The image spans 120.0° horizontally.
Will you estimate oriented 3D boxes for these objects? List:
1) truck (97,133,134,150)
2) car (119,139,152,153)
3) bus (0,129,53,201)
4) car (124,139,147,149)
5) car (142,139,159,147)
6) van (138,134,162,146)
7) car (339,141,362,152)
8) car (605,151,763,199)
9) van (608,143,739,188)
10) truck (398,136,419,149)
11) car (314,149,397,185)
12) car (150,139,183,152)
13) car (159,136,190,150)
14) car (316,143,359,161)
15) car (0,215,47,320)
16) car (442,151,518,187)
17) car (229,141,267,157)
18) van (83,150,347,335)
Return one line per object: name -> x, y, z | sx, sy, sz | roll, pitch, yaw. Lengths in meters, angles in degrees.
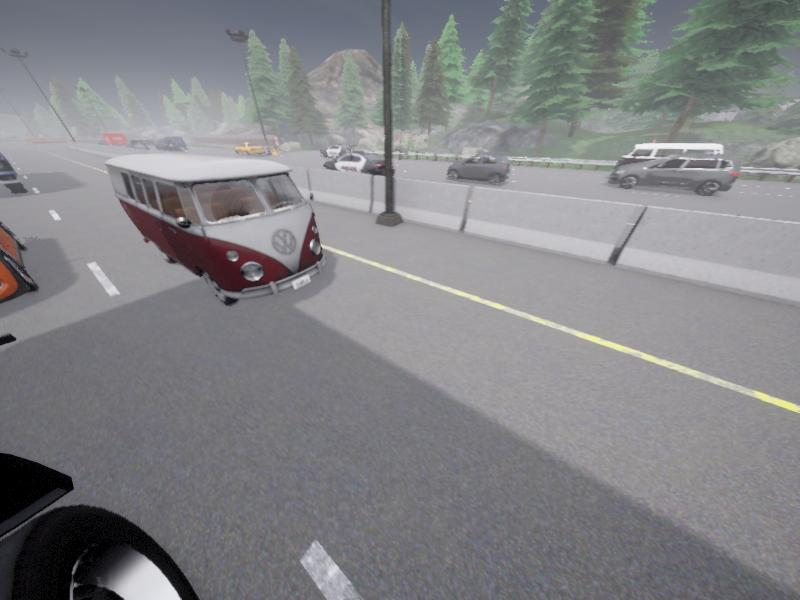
truck -> -51.106, -28.535, 41.554 | 5.204, 2.467, 2.627 | 22, 41, 28
car -> -41.842, -24.420, 36.570 | 4.856, 1.649, 2.033 | 22, 41, 27
bus -> -20.925, -7.230, 10.214 | 10.273, 4.253, 3.944 | 22, 41, 28
car -> -53.384, -31.551, 46.601 | 5.366, 1.575, 1.801 | 23, 41, 29
car -> -56.800, -35.696, 52.462 | 4.892, 1.490, 1.837 | 30, 45, 35
van -> -63.592, -40.879, 58.910 | 2.351, 2.431, 6.366 | -20, 40, -26
car -> -8.814, -27.486, 41.338 | 1.789, 1.549, 3.705 | 21, 40, 27
car -> 13.954, -6.622, 11.978 | 4.611, 1.667, 2.242 | 22, 41, 28
van -> 16.097, -8.364, 14.144 | 4.480, 2.038, 2.069 | 22, 41, 28
truck -> 1.992, -37.315, 54.571 | 2.627, 2.467, 5.204 | 20, 40, 26
car -> -2.791, -8.481, 14.545 | 4.974, 1.542, 2.038 | 22, 41, 28
car -> -38.564, -25.568, 38.189 | 4.611, 1.667, 2.242 | 22, 40, 28
car -> -43.047, -30.002, 44.094 | 5.566, 2.045, 2.150 | 22, 41, 28
car -> -7.480, -17.790, 27.663 | 4.974, 1.542, 2.038 | 22, 41, 28
car -> -8.092, -0.898, 3.523 | 4.553, 1.767, 2.097 | 22, 41, 28
car -> 4.678, -7.893, 13.796 | 3.633, 1.501, 1.845 | 22, 41, 28
car -> -20.874, -20.798, 31.720 | 5.366, 1.575, 1.801 | 22, 41, 28
van -> -3.324, -1.491, 4.252 | 4.442, 1.987, 1.775 | 22, 41, 28
